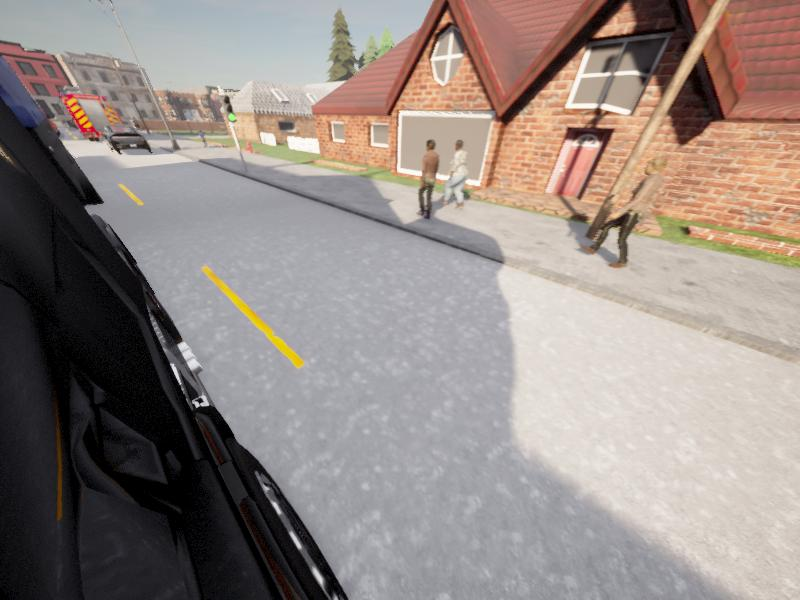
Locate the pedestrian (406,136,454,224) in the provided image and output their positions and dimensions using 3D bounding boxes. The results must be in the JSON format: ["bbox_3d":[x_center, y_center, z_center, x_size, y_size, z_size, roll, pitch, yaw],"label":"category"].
[{"bbox_3d":[0.711,-3.052,5.956,0.751,1.860,0.751,-14,40,-21],"label":"pedestrian"}]

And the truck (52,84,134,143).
[{"bbox_3d":[-29.850,-17.913,22.446,8.468,3.827,2.891,28,44,30],"label":"truck"}]

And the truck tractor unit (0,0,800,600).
[{"bbox_3d":[-2.645,-0.295,0.352,6.516,4.208,3.053,28,44,30],"label":"truck tractor unit"}]

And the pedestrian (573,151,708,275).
[{"bbox_3d":[4.101,-1.506,4.105,0.751,1.860,0.751,-22,43,-29],"label":"pedestrian"}]

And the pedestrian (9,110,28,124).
[{"bbox_3d":[-65.237,-31.302,39.546,0.751,1.860,0.751,19,40,20],"label":"pedestrian"}]

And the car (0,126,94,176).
[{"bbox_3d":[-17.430,-6.811,10.380,4.902,1.511,2.128,11,38,12],"label":"car"}]

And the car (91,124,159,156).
[{"bbox_3d":[-19.389,-11.333,16.264,4.902,1.511,2.128,28,44,30],"label":"car"}]

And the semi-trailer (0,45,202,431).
[{"bbox_3d":[-8.702,-3.604,4.224,14.254,4.402,2.717,28,44,30],"label":"semi-trailer"}]

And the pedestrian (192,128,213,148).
[{"bbox_3d":[-16.392,-13.439,19.193,0.751,1.300,0.751,-9,39,-15],"label":"pedestrian"}]

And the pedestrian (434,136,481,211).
[{"bbox_3d":[1.691,-3.806,7.015,0.751,1.860,0.751,-24,44,-30],"label":"pedestrian"}]
